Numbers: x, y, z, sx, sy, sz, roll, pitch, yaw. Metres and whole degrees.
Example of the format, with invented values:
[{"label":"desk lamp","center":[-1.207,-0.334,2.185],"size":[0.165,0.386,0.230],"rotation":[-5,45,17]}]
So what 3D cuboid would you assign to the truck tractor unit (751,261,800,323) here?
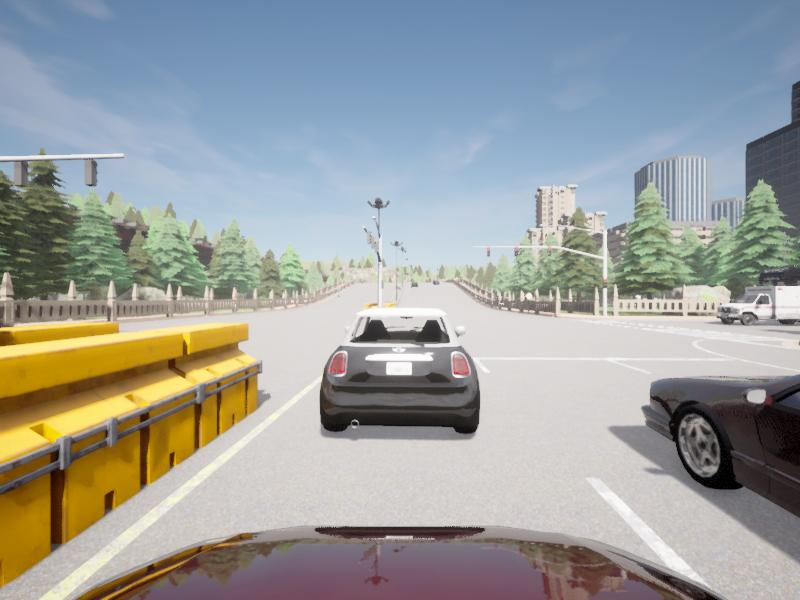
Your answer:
[{"label":"truck tractor unit","center":[29.709,-0.525,28.572],"size":[6.516,4.208,3.053],"rotation":[0,0,2]}]

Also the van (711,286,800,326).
[{"label":"van","center":[23.791,0.378,25.292],"size":[6.366,2.431,2.351],"rotation":[0,0,2]}]

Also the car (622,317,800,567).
[{"label":"car","center":[3.389,0.894,1.761],"size":[2.033,1.411,5.357],"rotation":[0,0,2]}]

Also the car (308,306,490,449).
[{"label":"car","center":[0.069,0.853,6.213],"size":[1.970,1.475,3.806],"rotation":[0,0,3]}]

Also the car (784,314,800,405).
[{"label":"car","center":[6.991,0.907,4.212],"size":[1.994,1.385,4.181],"rotation":[0,0,2]}]

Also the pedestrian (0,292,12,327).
[{"label":"pedestrian","center":[-21.710,0.485,21.609],"size":[0.751,1.860,0.751],"rotation":[0,0,4]}]
